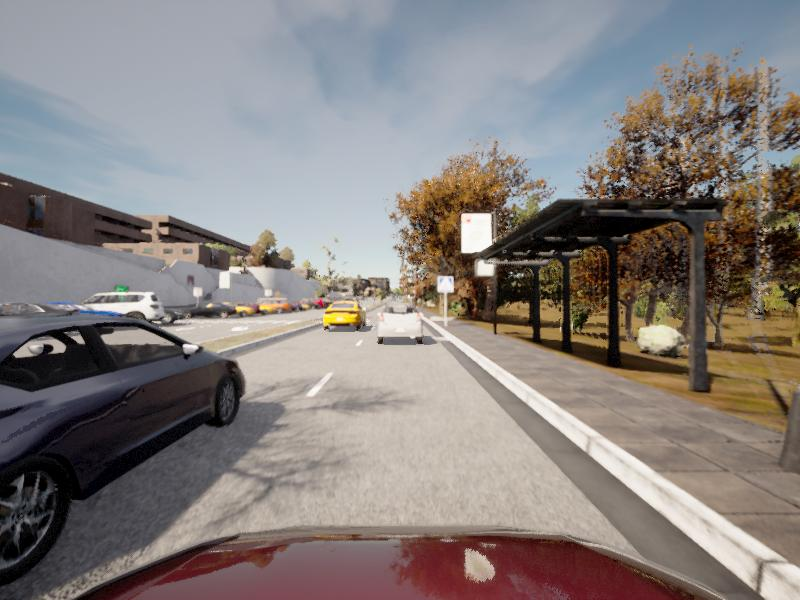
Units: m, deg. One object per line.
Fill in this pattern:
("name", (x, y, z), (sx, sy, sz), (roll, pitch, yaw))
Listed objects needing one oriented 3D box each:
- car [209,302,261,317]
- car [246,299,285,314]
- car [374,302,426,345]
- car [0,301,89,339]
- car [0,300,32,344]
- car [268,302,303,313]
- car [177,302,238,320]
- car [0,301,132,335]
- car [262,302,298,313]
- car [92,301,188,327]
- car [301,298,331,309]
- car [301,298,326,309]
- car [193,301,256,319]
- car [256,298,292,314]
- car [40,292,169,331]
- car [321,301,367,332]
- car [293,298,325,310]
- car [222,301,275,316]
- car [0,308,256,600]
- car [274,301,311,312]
("car", (-16.895, 0.950, 41.225), (4.792, 1.488, 2.163), (-1, 0, -20))
("car", (-16.832, 0.848, 50.197), (4.553, 1.767, 2.185), (-1, 0, -20))
("car", (0.004, 0.823, 15.816), (1.845, 1.501, 3.633), (0, 0, 0))
("car", (-16.886, 0.837, 17.380), (4.892, 1.521, 2.231), (-1, 0, -20))
("car", (-17.069, 0.834, 14.333), (5.366, 1.575, 1.946), (-1, 0, -20))
("car", (-16.877, 1.027, 59.128), (4.792, 1.488, 2.163), (-1, 0, -20))
("car", (-16.870, 0.924, 35.272), (4.674, 1.452, 2.002), (-1, 0, -20))
("car", (-16.895, 0.838, 20.365), (5.008, 1.535, 2.097), (-1, 0, -20))
("car", (-16.848, 1.032, 56.156), (4.674, 1.452, 2.002), (-1, 0, -20))
("car", (-16.893, 0.851, 26.331), (4.892, 1.521, 2.231), (-1, 0, -20))
("car", (-16.808, 0.638, 80.047), (5.566, 2.045, 2.435), (-1, 0, -20))
("car", (-16.727, 0.686, 77.095), (4.442, 1.987, 1.878), (-1, 0, -20))
("car", (-16.698, 0.895, 38.320), (5.366, 1.575, 1.946), (-1, -1, -20))
("car", (-16.751, 0.760, 53.224), (4.442, 1.987, 1.878), (-1, -1, -20))
("car", (-16.916, 0.591, 23.330), (5.566, 2.045, 2.435), (-1, 0, -20))
("car", (-2.992, 0.826, 22.383), (1.882, 1.535, 5.008), (0, 0, 0))
("car", (-16.865, 0.687, 74.051), (5.566, 2.045, 2.435), (-1, 1, -20))
("car", (-16.692, 0.935, 44.286), (5.366, 1.575, 1.946), (-1, -1, -20))
("car", (-2.999, 0.854, 3.726), (1.816, 1.474, 4.193), (0, 0, 0))
("car", (-16.675, 0.987, 62.198), (5.366, 1.575, 1.946), (-1, 0, -20))
